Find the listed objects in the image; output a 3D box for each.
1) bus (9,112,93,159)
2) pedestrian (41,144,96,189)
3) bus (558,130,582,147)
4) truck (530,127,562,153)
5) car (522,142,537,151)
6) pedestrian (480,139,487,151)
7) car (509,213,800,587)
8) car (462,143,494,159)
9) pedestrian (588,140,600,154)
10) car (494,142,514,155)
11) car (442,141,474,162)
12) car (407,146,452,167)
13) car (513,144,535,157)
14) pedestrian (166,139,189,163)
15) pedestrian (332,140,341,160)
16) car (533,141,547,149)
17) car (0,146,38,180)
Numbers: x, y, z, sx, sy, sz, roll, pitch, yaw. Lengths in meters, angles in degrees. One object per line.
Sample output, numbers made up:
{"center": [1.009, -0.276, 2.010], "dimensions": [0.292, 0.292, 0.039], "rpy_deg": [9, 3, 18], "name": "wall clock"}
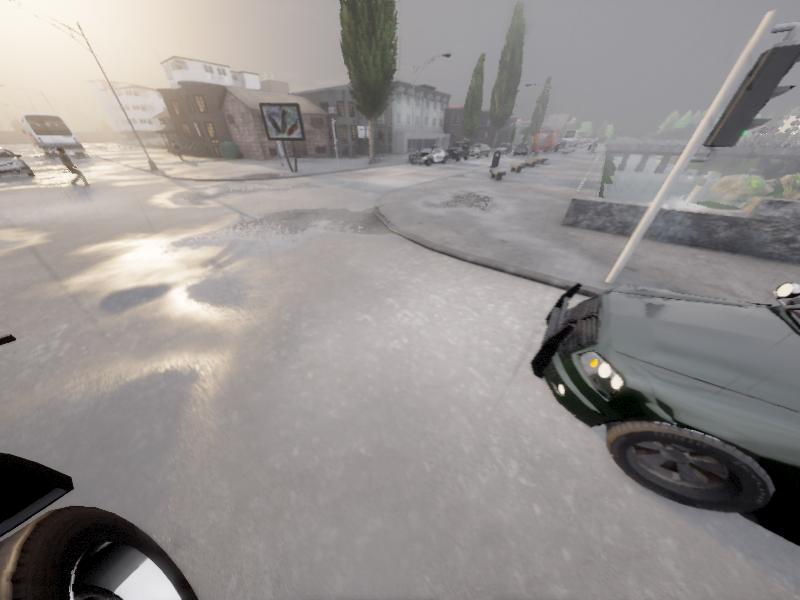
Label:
{"center": [-44.826, -21.057, 29.715], "dimensions": [10.273, 4.253, 3.944], "rpy_deg": [23, 41, 29], "name": "bus"}
{"center": [-16.482, -6.644, 11.537], "dimensions": [0.751, 1.860, 0.751], "rpy_deg": [25, 42, 31], "name": "pedestrian"}
{"center": [53.929, -51.100, 73.170], "dimensions": [3.944, 4.253, 10.273], "rpy_deg": [23, 41, 29], "name": "bus"}
{"center": [28.759, -31.366, 45.337], "dimensions": [2.891, 3.827, 8.468], "rpy_deg": [23, 41, 29], "name": "truck"}
{"center": [28.925, -34.434, 51.682], "dimensions": [1.851, 1.617, 3.988], "rpy_deg": [23, 41, 29], "name": "car"}
{"center": [16.479, -30.572, 45.586], "dimensions": [0.751, 1.860, 0.751], "rpy_deg": [-29, 45, -35], "name": "pedestrian"}
{"center": [3.682, 0.929, 1.293], "dimensions": [4.974, 1.542, 2.038], "rpy_deg": [23, 41, 29], "name": "car"}
{"center": [10.678, -20.372, 31.496], "dimensions": [2.152, 1.651, 5.027], "rpy_deg": [23, 41, 29], "name": "car"}
{"center": [31.581, -24.836, 37.580], "dimensions": [0.751, 1.860, 0.751], "rpy_deg": [25, 42, 31], "name": "pedestrian"}
{"center": [17.700, -25.799, 39.268], "dimensions": [1.851, 1.617, 3.988], "rpy_deg": [23, 41, 29], "name": "car"}
{"center": [6.814, -17.492, 27.143], "dimensions": [1.905, 1.878, 3.866], "rpy_deg": [23, 41, 29], "name": "car"}
{"center": [2.962, -14.345, 22.959], "dimensions": [2.038, 1.542, 4.974], "rpy_deg": [24, 41, 29], "name": "car"}
{"center": [18.790, -22.714, 35.016], "dimensions": [1.816, 1.474, 4.193], "rpy_deg": [23, 41, 29], "name": "car"}
{"center": [-21.403, -14.356, 22.258], "dimensions": [0.751, 1.860, 0.751], "rpy_deg": [21, 40, 26], "name": "pedestrian"}
{"center": [-7.293, -17.212, 26.455], "dimensions": [0.751, 1.860, 0.751], "rpy_deg": [-7, 36, -10], "name": "pedestrian"}
{"center": [36.405, -40.252, 59.904], "dimensions": [1.930, 1.638, 5.238], "rpy_deg": [23, 41, 29], "name": "car"}
{"center": [-25.812, -8.938, 14.976], "dimensions": [3.988, 1.617, 1.851], "rpy_deg": [23, 41, 29], "name": "car"}
